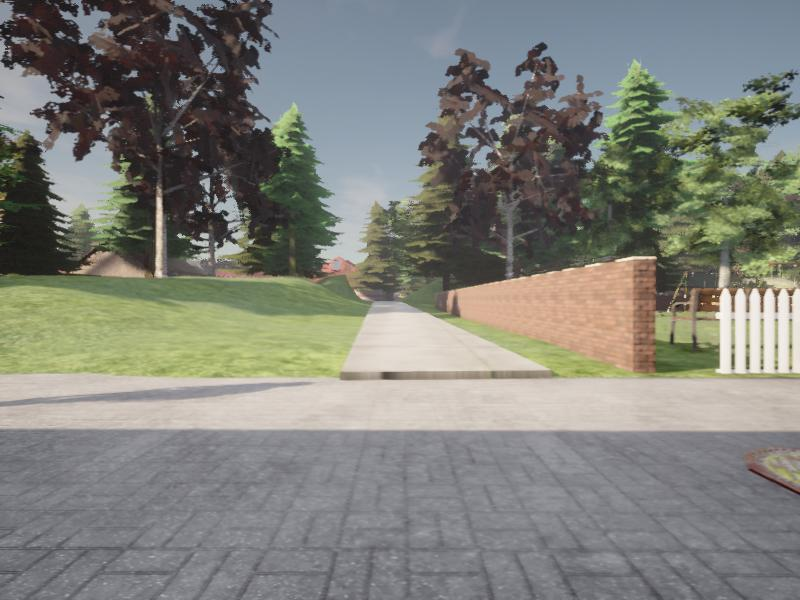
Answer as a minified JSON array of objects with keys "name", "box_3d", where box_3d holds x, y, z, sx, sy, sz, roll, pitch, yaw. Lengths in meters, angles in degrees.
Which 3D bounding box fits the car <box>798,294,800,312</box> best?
[{"name":"car","box_3d":[35.652,0.291,33.088,1.789,1.549,3.705,0,0,0]}]

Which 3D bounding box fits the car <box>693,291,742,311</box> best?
[{"name":"car","box_3d":[31.673,0.115,40.075,1.905,1.878,3.866,0,0,0]}]

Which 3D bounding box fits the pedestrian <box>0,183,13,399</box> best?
[{"name":"pedestrian","box_3d":[-3.854,-0.076,3.221,0.751,1.860,0.751,0,0,6]}]

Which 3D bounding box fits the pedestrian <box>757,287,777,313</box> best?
[{"name":"pedestrian","box_3d":[26.519,-0.010,28.902,0.751,1.860,0.751,0,0,4]}]
